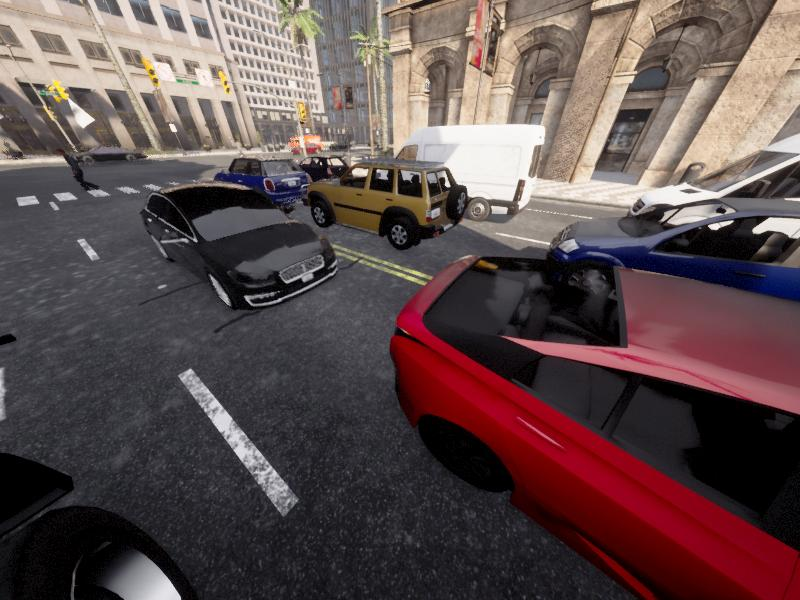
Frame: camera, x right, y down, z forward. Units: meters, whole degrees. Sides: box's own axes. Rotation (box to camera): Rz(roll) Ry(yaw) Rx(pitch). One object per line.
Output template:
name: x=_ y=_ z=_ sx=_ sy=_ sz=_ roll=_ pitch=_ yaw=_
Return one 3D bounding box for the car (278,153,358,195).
car: x=-4.217 y=-6.632 z=11.973 sx=3.633 sy=1.501 sz=1.845 roll=23 pitch=41 yaw=28

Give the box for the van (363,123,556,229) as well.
van: x=1.654 y=-4.658 z=8.337 sx=5.915 sy=2.561 sz=1.988 roll=22 pitch=41 yaw=28

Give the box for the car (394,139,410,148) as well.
car: x=0.576 y=-41.714 z=61.589 sx=2.185 sy=1.767 sz=4.553 roll=22 pitch=41 yaw=28

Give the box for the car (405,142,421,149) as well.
car: x=3.083 y=-36.975 z=55.222 sx=1.970 sy=1.475 sz=3.806 roll=23 pitch=41 yaw=28

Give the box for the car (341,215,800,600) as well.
car: x=2.078 y=0.865 z=1.377 sx=4.514 sy=1.525 sz=2.007 roll=22 pitch=41 yaw=28

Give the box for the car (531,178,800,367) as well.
car: x=4.548 y=-0.620 z=3.433 sx=3.988 sy=1.617 sz=1.851 roll=22 pitch=41 yaw=28

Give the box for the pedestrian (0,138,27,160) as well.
pedestrian: x=-39.575 y=-15.387 z=23.564 sx=0.751 sy=1.860 sz=0.751 roll=22 pitch=41 yaw=28

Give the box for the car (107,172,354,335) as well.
car: x=-3.402 y=-1.389 z=4.564 sx=4.892 sy=1.490 sz=1.837 roll=23 pitch=41 yaw=28

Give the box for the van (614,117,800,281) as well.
van: x=8.506 y=-1.849 z=4.395 sx=5.915 sy=2.561 sz=1.988 roll=22 pitch=41 yaw=28

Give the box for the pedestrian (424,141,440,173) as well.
pedestrian: x=2.320 y=-10.313 z=16.651 sx=0.751 sy=1.860 sz=0.751 roll=18 pitch=39 yaw=24

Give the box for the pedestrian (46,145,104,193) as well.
pedestrian: x=-15.183 y=-6.123 z=10.845 sx=0.751 sy=1.860 sz=0.751 roll=25 pitch=42 yaw=30

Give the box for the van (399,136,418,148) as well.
van: x=2.255 y=-40.301 z=58.904 sx=1.988 sy=2.561 sz=5.915 roll=22 pitch=41 yaw=28

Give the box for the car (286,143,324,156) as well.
car: x=-14.298 y=-23.014 z=35.203 sx=2.163 sy=1.488 sz=4.792 roll=22 pitch=41 yaw=28

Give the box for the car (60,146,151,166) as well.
car: x=-29.114 y=-14.509 z=23.102 sx=2.033 sy=1.411 sz=5.357 roll=22 pitch=41 yaw=28

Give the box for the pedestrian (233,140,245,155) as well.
pedestrian: x=-23.201 y=-21.989 z=33.314 sx=0.751 sy=1.860 sz=0.751 roll=-21 pitch=41 yaw=-28

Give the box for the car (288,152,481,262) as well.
car: x=-0.575 y=-2.831 z=6.299 sx=4.605 sy=1.855 sz=1.932 roll=22 pitch=41 yaw=28

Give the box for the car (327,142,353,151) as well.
car: x=-12.209 y=-31.346 z=47.049 sx=2.163 sy=1.488 sz=4.792 roll=22 pitch=41 yaw=28

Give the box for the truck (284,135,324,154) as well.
truck: x=-15.740 y=-25.733 z=38.191 sx=2.627 sy=2.467 sz=5.204 roll=22 pitch=41 yaw=28

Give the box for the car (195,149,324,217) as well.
car: x=-5.533 y=-4.810 z=9.148 sx=4.553 sy=1.767 sz=2.097 roll=22 pitch=41 yaw=28
